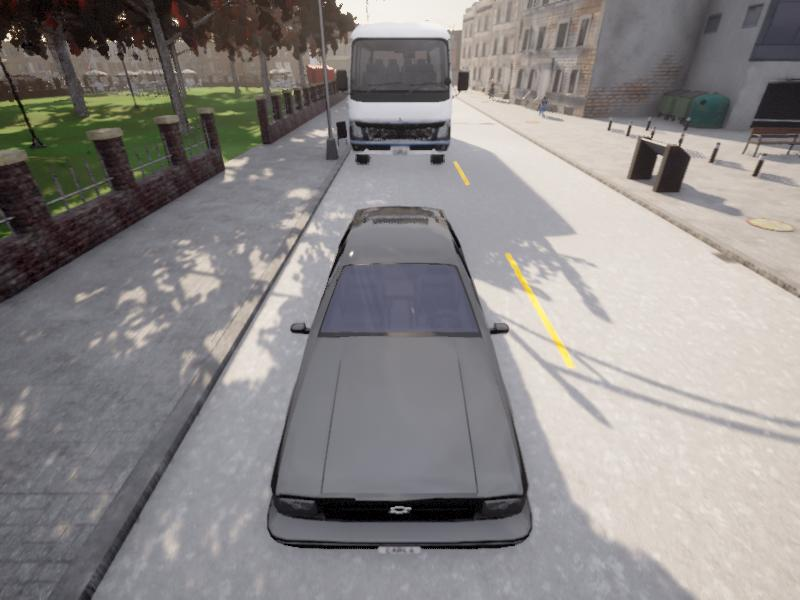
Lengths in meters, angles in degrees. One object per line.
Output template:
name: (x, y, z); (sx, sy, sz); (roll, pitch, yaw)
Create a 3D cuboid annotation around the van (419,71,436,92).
van: (3.959, -32.029, 58.489); (1.988, 2.561, 5.915); (0, 30, 0)

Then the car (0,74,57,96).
car: (-45.057, -26.116, 48.494); (2.150, 2.045, 5.566); (-1, 30, -2)

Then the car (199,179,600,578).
car: (-0.002, -0.054, 4.699); (2.033, 1.411, 5.357); (0, 30, 0)

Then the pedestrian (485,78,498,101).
pedestrian: (8.660, -19.868, 37.797); (0.751, 1.860, 0.751); (-7, 31, -12)

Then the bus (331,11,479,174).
bus: (0.124, -8.428, 16.166); (3.944, 4.253, 10.273); (0, 30, 0)

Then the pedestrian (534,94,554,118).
pedestrian: (9.208, -12.443, 25.682); (0.751, 1.300, 0.751); (-4, 31, -6)

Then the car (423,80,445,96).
car: (3.972, -25.115, 47.376); (2.163, 1.488, 4.792); (0, 30, 0)

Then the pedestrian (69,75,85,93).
pedestrian: (-39.953, -26.730, 49.475); (0.751, 1.860, 0.751); (0, 30, 0)

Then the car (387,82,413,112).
car: (-0.011, -15.971, 31.363); (1.905, 1.878, 3.866); (0, 31, 0)

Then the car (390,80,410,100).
car: (-0.020, -22.332, 42.466); (1.930, 1.638, 5.238); (0, 30, 0)

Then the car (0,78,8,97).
car: (-45.248, -22.649, 42.745); (1.932, 1.855, 4.605); (0, 30, 0)

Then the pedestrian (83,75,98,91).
pedestrian: (-39.912, -28.001, 51.627); (0.751, 1.860, 0.751); (0, 30, 0)
